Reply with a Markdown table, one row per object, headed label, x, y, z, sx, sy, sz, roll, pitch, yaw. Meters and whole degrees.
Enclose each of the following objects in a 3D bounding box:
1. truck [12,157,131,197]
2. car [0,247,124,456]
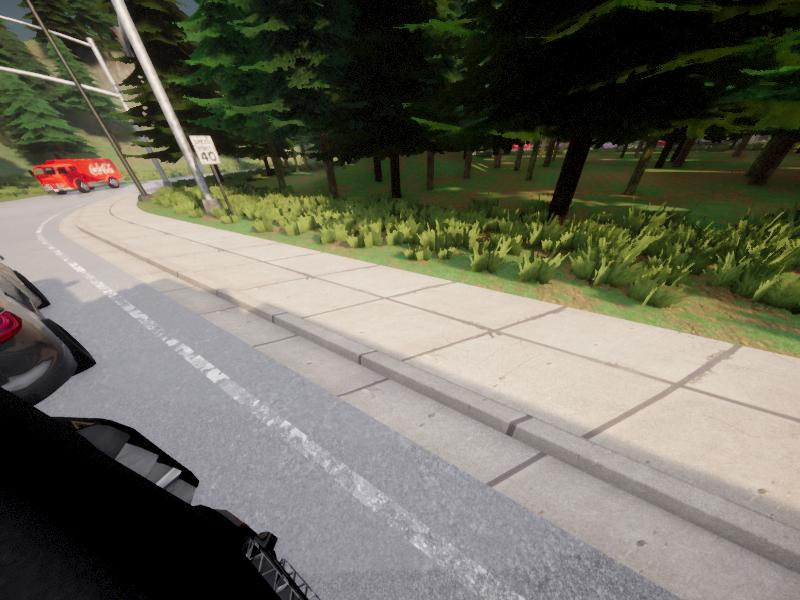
| label | x | y | z | sx | sy | sz | roll | pitch | yaw |
| --- | --- | --- | --- | --- | --- | --- | --- | --- | --- |
| truck | -27.891 | -10.842 | 20.160 | 2.627 | 2.467 | 5.204 | -7 | 34 | -6 |
| car | -5.791 | 0.289 | 2.440 | 4.611 | 1.667 | 2.242 | 16 | 38 | 26 |
